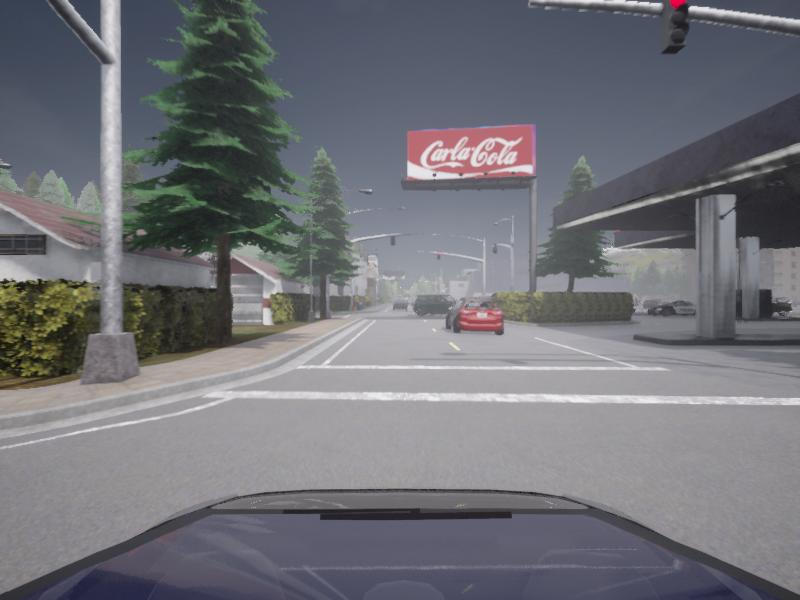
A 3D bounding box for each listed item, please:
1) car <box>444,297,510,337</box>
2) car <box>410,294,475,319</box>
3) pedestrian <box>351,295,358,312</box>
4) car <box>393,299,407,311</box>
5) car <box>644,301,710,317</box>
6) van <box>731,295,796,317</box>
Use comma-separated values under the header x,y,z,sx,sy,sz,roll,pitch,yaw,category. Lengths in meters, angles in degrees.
x,y,z,sx,sy,sz,roll,pitch,yaw,category
3.537,0.719,19.386,2.242,1.667,4.611,2,0,0,car
3.798,0.526,36.577,5.566,2.045,2.150,1,2,37,car
-5.017,0.336,43.829,0.751,1.860,0.751,0,0,-11,pedestrian
-0.008,0.663,51.986,1.837,1.490,4.892,0,0,0,car
26.989,0.846,39.090,4.974,1.542,2.038,0,0,0,car
35.405,0.587,39.063,4.480,2.038,2.069,0,0,0,van
